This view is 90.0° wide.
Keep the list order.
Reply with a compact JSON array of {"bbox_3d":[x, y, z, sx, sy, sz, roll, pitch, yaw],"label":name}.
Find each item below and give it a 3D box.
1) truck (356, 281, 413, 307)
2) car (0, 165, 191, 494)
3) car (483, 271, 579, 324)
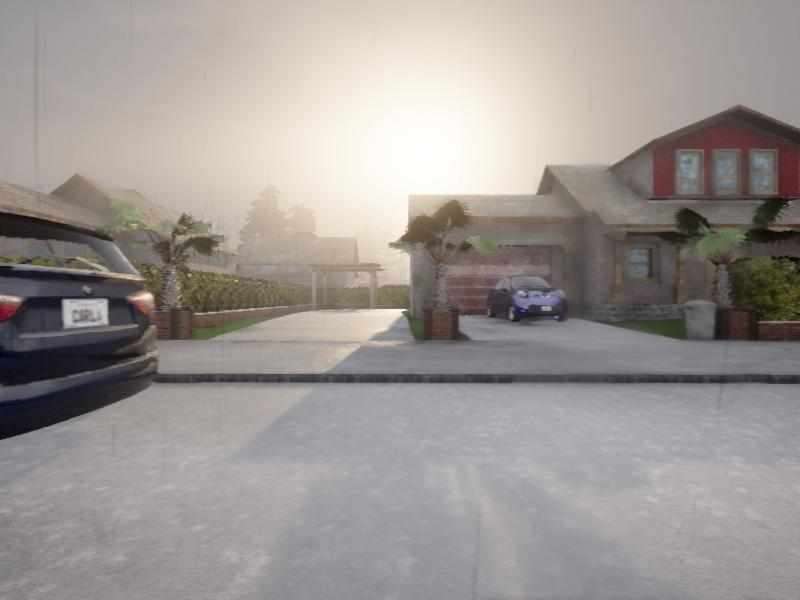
[{"bbox_3d":[-2.272,-0.920,60.269,8.468,3.827,2.891,0,0,0],"label":"truck"},{"bbox_3d":[-4.335,0.152,2.752,4.611,1.667,2.242,0,0,0],"label":"car"},{"bbox_3d":[4.119,-0.080,13.248,1.845,1.501,3.633,0,0,-3],"label":"car"}]
